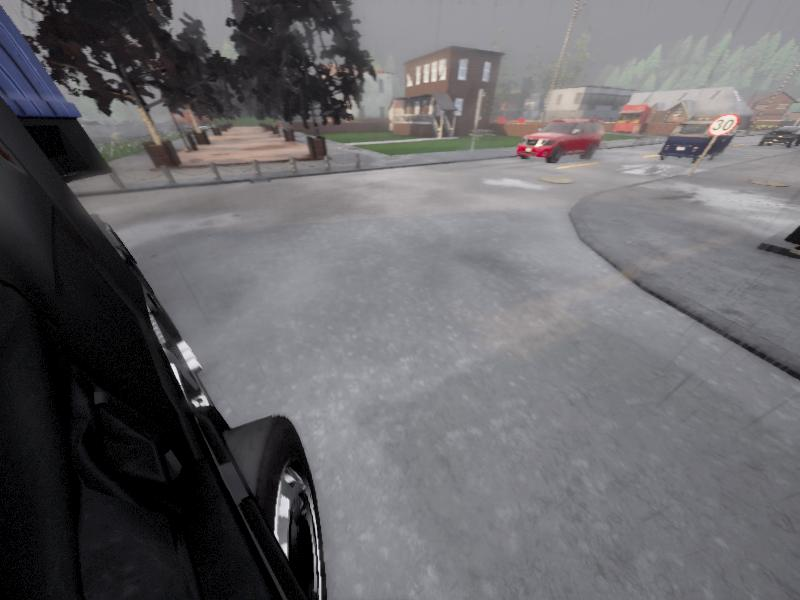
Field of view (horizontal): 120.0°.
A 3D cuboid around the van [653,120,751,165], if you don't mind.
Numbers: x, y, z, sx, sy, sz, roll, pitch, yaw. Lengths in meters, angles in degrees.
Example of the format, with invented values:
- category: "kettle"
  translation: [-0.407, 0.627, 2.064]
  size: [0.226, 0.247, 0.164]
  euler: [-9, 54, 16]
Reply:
- category: "van"
  translation: [17.837, -9.427, 13.711]
  size: [4.442, 1.987, 1.775]
  euler: [-18, 42, -21]

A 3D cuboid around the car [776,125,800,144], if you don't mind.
- category: "car"
  translation: [42.111, -17.173, 23.885]
  size: [4.792, 1.488, 2.163]
  euler: [-18, 42, -21]

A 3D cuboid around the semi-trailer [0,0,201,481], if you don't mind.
- category: "semi-trailer"
  translation: [-10.064, -0.468, 0.424]
  size: [14.254, 4.402, 2.717]
  euler: [-6, 38, -8]

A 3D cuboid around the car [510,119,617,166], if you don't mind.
- category: "car"
  translation: [9.793, -9.625, 13.934]
  size: [5.566, 2.045, 2.150]
  euler: [-18, 42, -22]

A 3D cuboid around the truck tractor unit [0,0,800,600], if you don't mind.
- category: "truck tractor unit"
  translation: [-2.645, -0.295, 0.351]
  size: [6.516, 4.208, 3.053]
  euler: [28, 43, 30]

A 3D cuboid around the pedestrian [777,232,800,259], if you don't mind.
- category: "pedestrian"
  translation: [7.149, -1.442, 3.353]
  size: [0.751, 1.860, 0.751]
  euler: [-15, 41, -18]

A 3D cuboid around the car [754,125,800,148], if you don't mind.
- category: "car"
  translation: [35.006, -14.855, 20.951]
  size: [4.892, 1.490, 1.837]
  euler: [-18, 42, -21]
